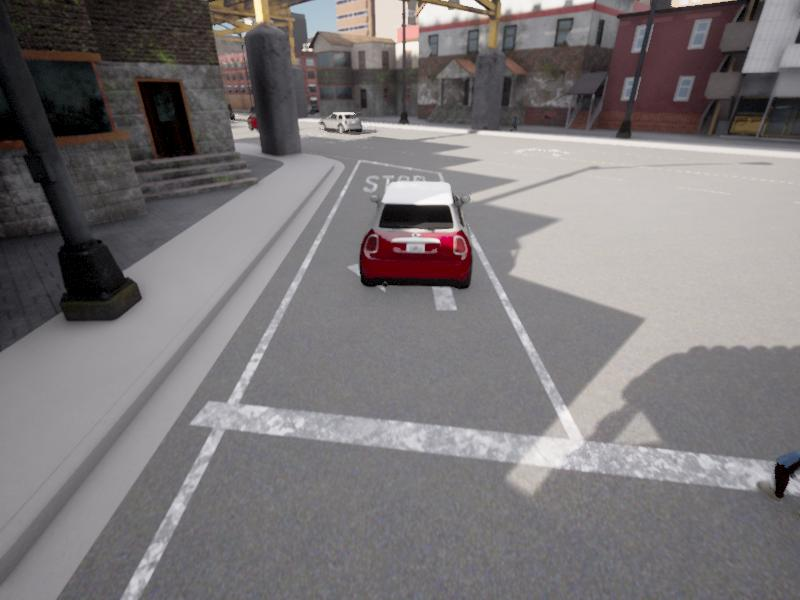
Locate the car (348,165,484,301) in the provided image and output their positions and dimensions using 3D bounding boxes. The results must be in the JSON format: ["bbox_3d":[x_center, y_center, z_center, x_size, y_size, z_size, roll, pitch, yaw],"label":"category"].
[{"bbox_3d":[0.369,-1.545,7.802,1.970,1.475,3.806,2,28,4],"label":"car"}]

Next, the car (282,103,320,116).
[{"bbox_3d":[-13.812,-26.596,55.757,4.974,1.542,2.038,-7,28,-13],"label":"car"}]

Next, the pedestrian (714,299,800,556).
[{"bbox_3d":[3.089,0.843,2.731,0.751,1.860,0.751,4,28,8],"label":"pedestrian"}]

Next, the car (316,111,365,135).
[{"bbox_3d":[-4.855,-14.342,32.331,1.970,1.475,3.806,-24,36,-37],"label":"car"}]

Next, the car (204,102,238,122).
[{"bbox_3d":[-20.913,-21.958,46.682,3.866,1.878,1.905,25,37,39],"label":"car"}]

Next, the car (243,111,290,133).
[{"bbox_3d":[-11.287,-15.090,33.861,1.816,1.474,4.193,-25,36,-39],"label":"car"}]

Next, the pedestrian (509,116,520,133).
[{"bbox_3d":[8.455,-13.002,29.594,0.500,1.100,0.500,22,35,36],"label":"pedestrian"}]
